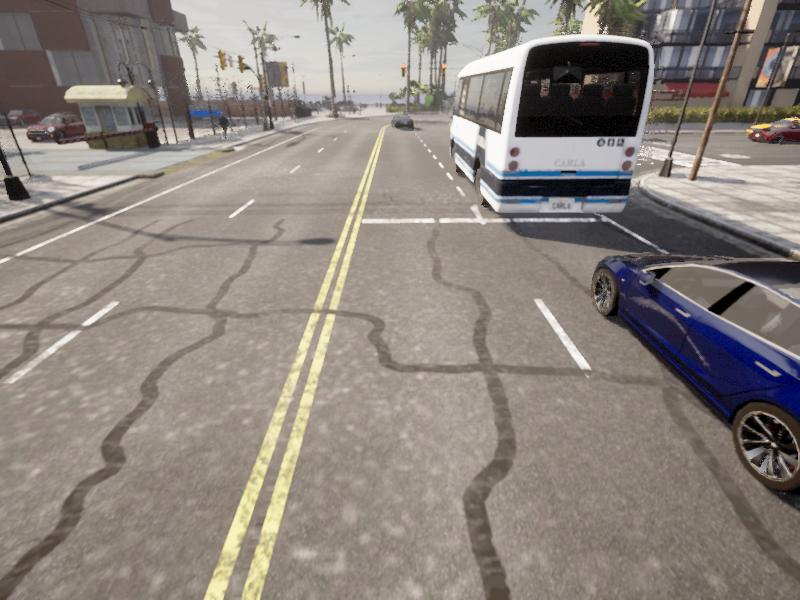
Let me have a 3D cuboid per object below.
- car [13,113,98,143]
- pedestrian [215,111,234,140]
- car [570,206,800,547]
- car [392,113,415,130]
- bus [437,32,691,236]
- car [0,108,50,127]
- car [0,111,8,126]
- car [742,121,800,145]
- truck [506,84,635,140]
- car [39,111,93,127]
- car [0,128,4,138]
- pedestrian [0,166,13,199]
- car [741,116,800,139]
[{"bbox_3d":[-25.317,-12.840,29.721,2.185,1.767,4.553,-1,27,-1],"label":"car"},{"bbox_3d":[-12.912,-12.831,29.433,0.751,1.860,0.751,-1,27,-3],"label":"pedestrian"},{"bbox_3d":[4.076,0.269,4.526,2.163,1.488,4.792,0,27,-1],"label":"car"},{"bbox_3d":[0.328,-18.784,42.007,1.994,1.385,4.181,-3,27,-5],"label":"car"},{"bbox_3d":[3.801,-5.872,13.531,3.944,4.253,10.273,0,28,-1],"label":"bus"},{"bbox_3d":[-41.992,-20.313,44.401,2.185,1.767,4.553,-1,27,-1],"label":"car"},{"bbox_3d":[-47.052,-20.058,44.450,2.161,1.482,4.786,-1,27,-1],"label":"car"},{"bbox_3d":[27.524,-11.934,28.528,4.181,1.385,1.994,-1,27,-1],"label":"car"},{"bbox_3d":[13.062,-14.886,31.639,8.468,3.827,2.891,5,28,9],"label":"truck"},{"bbox_3d":[-37.047,-20.198,44.532,2.002,1.452,4.674,-1,27,-1],"label":"car"},{"bbox_3d":[-32.915,-12.642,29.624,2.097,1.535,5.008,-1,27,-1],"label":"car"},{"bbox_3d":[-12.890,-4.026,12.173,0.751,1.860,0.751,-1,27,-1],"label":"pedestrian"},{"bbox_3d":[30.602,-13.653,31.659,5.366,1.575,1.801,-1,27,-1],"label":"car"}]
